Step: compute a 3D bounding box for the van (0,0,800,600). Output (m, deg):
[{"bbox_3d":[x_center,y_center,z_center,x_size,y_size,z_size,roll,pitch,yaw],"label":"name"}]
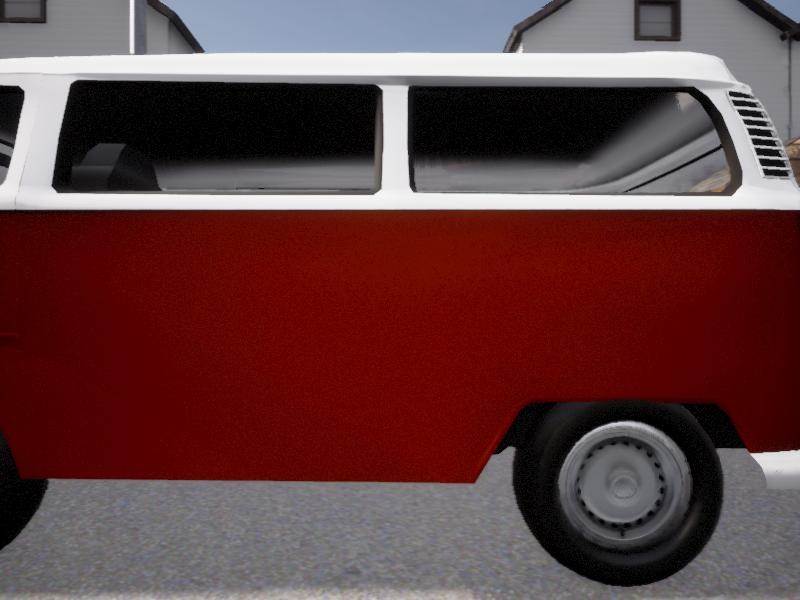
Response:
[{"bbox_3d":[-0.506,-0.024,2.196,4.480,2.038,2.069,0,0,0],"label":"van"}]
